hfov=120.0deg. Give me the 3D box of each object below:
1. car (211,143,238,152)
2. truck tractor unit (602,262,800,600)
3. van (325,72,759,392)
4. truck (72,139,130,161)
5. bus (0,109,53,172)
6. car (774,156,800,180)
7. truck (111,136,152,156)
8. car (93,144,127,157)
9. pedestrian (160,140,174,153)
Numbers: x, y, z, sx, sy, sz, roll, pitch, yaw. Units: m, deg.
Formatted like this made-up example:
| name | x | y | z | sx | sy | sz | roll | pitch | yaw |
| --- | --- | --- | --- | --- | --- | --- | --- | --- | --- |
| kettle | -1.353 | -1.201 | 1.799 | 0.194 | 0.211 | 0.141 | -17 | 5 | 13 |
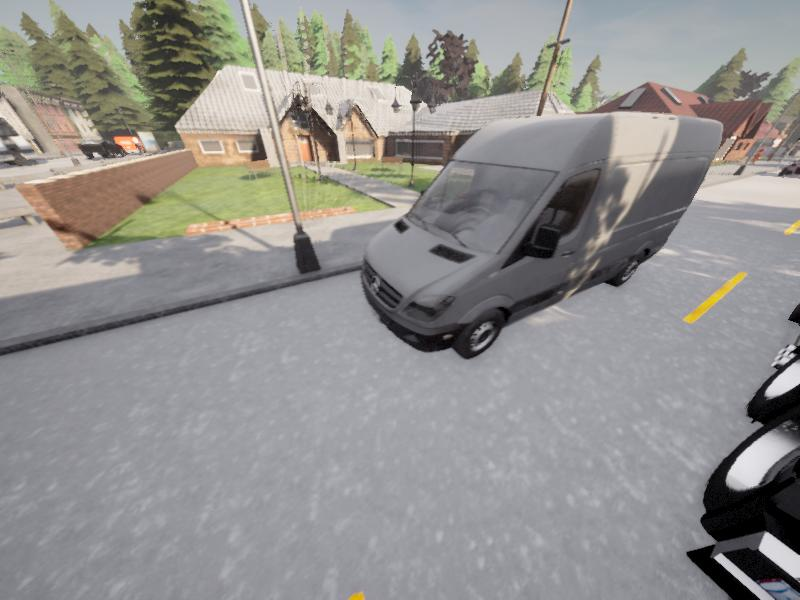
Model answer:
| name | x | y | z | sx | sy | sz | roll | pitch | yaw |
| --- | --- | --- | --- | --- | --- | --- | --- | --- | --- |
| car | -42.929 | -37.484 | 56.733 | 5.027 | 1.651 | 2.152 | -18 | 39 | -24 |
| truck tractor unit | 5.106 | -0.307 | 0.785 | 6.516 | 4.208 | 3.053 | -18 | 39 | -24 |
| van | 2.251 | -1.328 | 3.708 | 5.915 | 2.561 | 1.988 | -17 | 38 | -23 |
| truck | -38.372 | -19.565 | 29.966 | 2.390 | 2.098 | 6.274 | -18 | 39 | -24 |
| bus | -35.306 | -12.796 | 18.365 | 3.944 | 4.253 | 10.273 | -18 | 39 | -24 |
| car | 31.234 | -10.096 | 17.579 | 4.181 | 1.385 | 1.994 | -17 | 39 | -24 |
| truck | -44.027 | -25.486 | 38.133 | 2.627 | 2.467 | 5.204 | -18 | 40 | -24 |
| car | -49.162 | -25.516 | 39.300 | 1.801 | 1.575 | 5.366 | -18 | 39 | -24 |
| pedestrian | -39.909 | -26.298 | 39.613 | 0.751 | 1.860 | 0.751 | 0 | 35 | 0 |
